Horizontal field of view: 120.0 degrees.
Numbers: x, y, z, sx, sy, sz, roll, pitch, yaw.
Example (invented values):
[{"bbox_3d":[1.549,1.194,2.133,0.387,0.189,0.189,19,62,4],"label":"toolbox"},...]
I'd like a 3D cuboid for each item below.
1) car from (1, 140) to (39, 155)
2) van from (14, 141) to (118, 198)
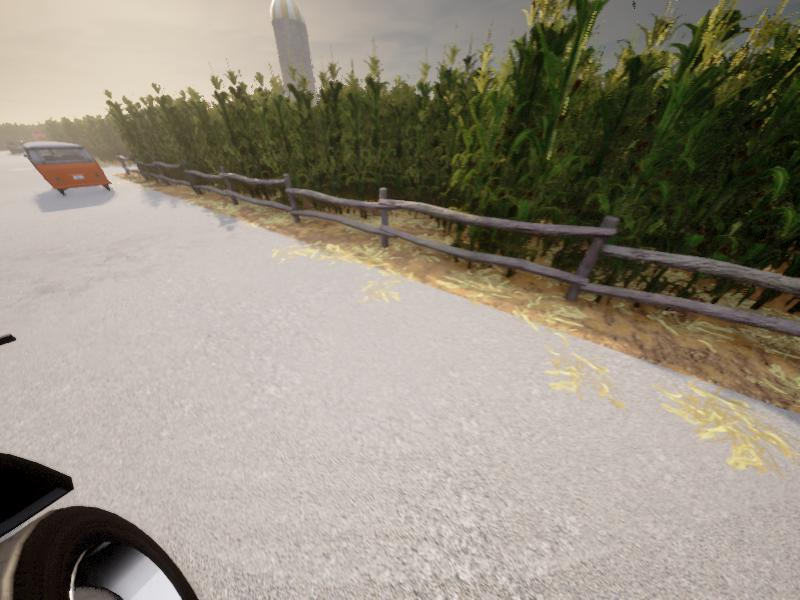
[{"bbox_3d":[-55.983,-22.492,33.997,4.611,1.667,2.242,22,41,28],"label":"car"},{"bbox_3d":[-16.183,-6.450,11.198,4.442,1.987,1.775,22,41,28],"label":"van"}]
